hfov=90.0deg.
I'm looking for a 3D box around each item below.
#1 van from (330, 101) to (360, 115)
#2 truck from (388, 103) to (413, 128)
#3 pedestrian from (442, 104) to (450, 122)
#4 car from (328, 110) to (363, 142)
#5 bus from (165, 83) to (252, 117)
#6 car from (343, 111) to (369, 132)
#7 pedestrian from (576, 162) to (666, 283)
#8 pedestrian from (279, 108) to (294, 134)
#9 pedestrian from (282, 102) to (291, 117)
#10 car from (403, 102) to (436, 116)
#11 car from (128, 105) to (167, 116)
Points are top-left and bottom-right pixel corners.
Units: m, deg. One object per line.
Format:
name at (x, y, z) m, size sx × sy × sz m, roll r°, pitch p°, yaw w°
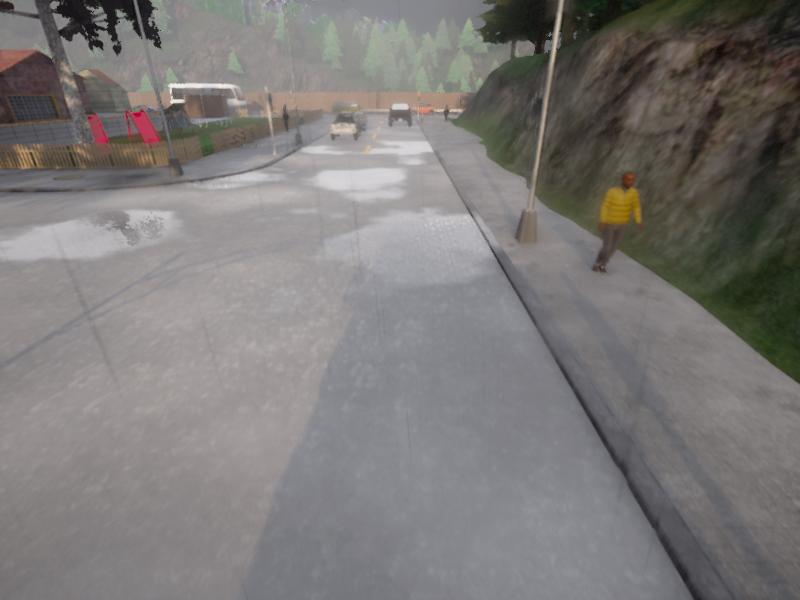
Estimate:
van at (-8.569, -30.030, 62.600) m, size 4.442 × 1.987 × 1.775 m, roll 0°, pitch 27°, yaw 0°
truck at (0.026, -19.414, 41.924) m, size 2.390 × 2.098 × 6.274 m, roll 0°, pitch 27°, yaw 0°
pedestrian at (5.237, -21.128, 45.219) m, size 0.751 × 1.860 × 0.751 m, roll 1°, pitch 27°, yaw 1°
car at (-3.982, -13.026, 29.775) m, size 1.932 × 1.855 × 4.605 m, roll 0°, pitch 27°, yaw 0°
bus at (-27.773, -29.283, 58.630) m, size 10.273 × 4.253 × 3.944 m, roll 0°, pitch 27°, yaw 0°
car at (-3.978, -16.470, 36.869) m, size 1.837 × 1.490 × 4.892 m, roll 0°, pitch 27°, yaw 0°
pedestrian at (3.673, -1.310, 6.826) m, size 0.751 × 1.860 × 0.751 m, roll 3°, pitch 27°, yaw 6°
pedestrian at (-9.133, -14.383, 32.133) m, size 0.751 × 1.860 × 0.751 m, roll 1°, pitch 27°, yaw 2°
pedestrian at (-15.440, -25.832, 54.310) m, size 0.751 × 1.860 × 0.751 m, roll 0°, pitch 27°, yaw 0°
car at (2.988, -29.698, 62.200) m, size 4.553 × 1.767 × 2.097 m, roll -8°, pitch 28°, yaw -15°
car at (-37.282, -28.006, 59.159) m, size 4.193 × 1.474 × 1.816 m, roll 0°, pitch 27°, yaw 0°
